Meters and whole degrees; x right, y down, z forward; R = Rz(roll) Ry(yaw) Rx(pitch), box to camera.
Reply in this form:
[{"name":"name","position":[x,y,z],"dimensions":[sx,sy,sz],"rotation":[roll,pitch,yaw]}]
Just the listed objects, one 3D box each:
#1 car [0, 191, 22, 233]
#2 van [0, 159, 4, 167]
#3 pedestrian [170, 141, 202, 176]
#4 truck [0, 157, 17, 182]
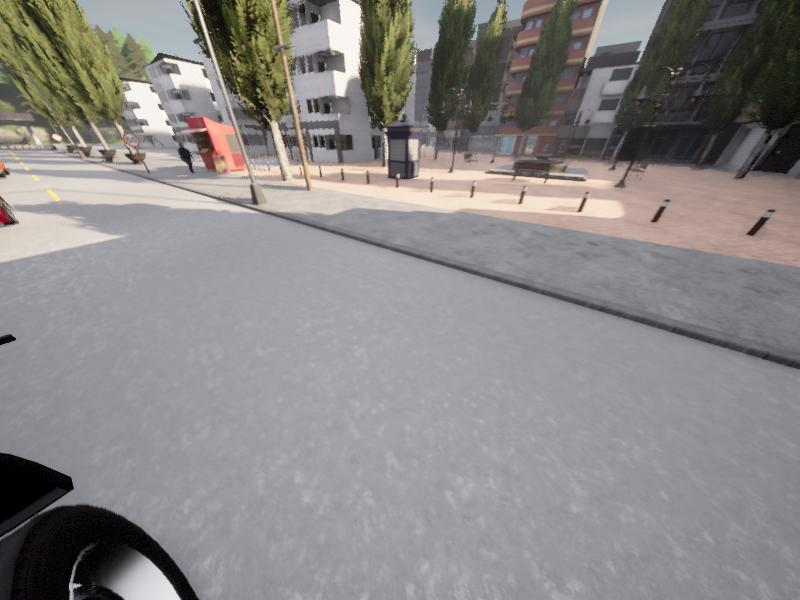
[{"name":"car","position":[-13.287,-2.840,6.627],"dimensions":[4.181,1.385,1.994],"rotation":[22,41,28]},{"name":"van","position":[-37.135,-13.064,19.895],"dimensions":[5.915,2.561,1.988],"rotation":[22,41,28]},{"name":"pedestrian","position":[-13.851,-9.197,14.989],"dimensions":[0.751,1.860,0.751],"rotation":[25,42,30]},{"name":"truck","position":[-25.966,-8.469,13.539],"dimensions":[5.204,2.467,2.627],"rotation":[22,41,28]}]
